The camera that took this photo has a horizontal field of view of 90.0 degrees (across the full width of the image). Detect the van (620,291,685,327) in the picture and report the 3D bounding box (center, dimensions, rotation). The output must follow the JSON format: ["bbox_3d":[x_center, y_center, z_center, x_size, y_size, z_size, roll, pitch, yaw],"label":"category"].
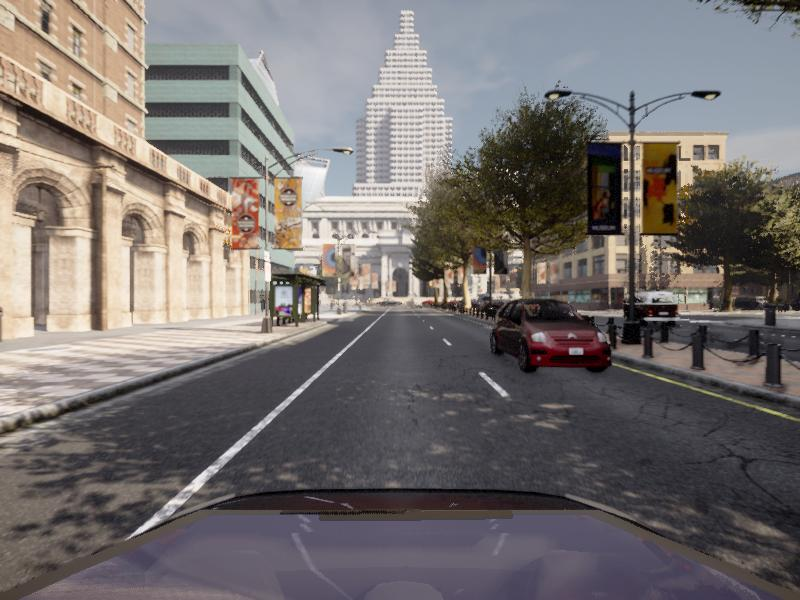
[{"bbox_3d":[15.666,0.541,25.135,2.069,2.038,4.480,-1,0,13],"label":"van"}]

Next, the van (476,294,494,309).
[{"bbox_3d":[15.014,0.222,70.922,1.988,2.561,5.915,0,0,0],"label":"van"}]

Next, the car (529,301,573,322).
[{"bbox_3d":[11.503,0.817,30.740,1.816,1.474,4.193,0,0,0],"label":"car"}]

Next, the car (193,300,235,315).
[{"bbox_3d":[-19.312,0.707,41.780,2.161,1.482,4.786,0,0,0],"label":"car"}]

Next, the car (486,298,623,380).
[{"bbox_3d":[3.501,0.776,9.931,1.851,1.617,3.988,0,0,0],"label":"car"}]

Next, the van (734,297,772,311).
[{"bbox_3d":[52.973,0.527,60.182,1.775,1.987,4.442,0,0,0],"label":"van"}]

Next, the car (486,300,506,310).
[{"bbox_3d":[15.010,0.749,62.817,1.882,1.535,5.008,0,0,0],"label":"car"}]
